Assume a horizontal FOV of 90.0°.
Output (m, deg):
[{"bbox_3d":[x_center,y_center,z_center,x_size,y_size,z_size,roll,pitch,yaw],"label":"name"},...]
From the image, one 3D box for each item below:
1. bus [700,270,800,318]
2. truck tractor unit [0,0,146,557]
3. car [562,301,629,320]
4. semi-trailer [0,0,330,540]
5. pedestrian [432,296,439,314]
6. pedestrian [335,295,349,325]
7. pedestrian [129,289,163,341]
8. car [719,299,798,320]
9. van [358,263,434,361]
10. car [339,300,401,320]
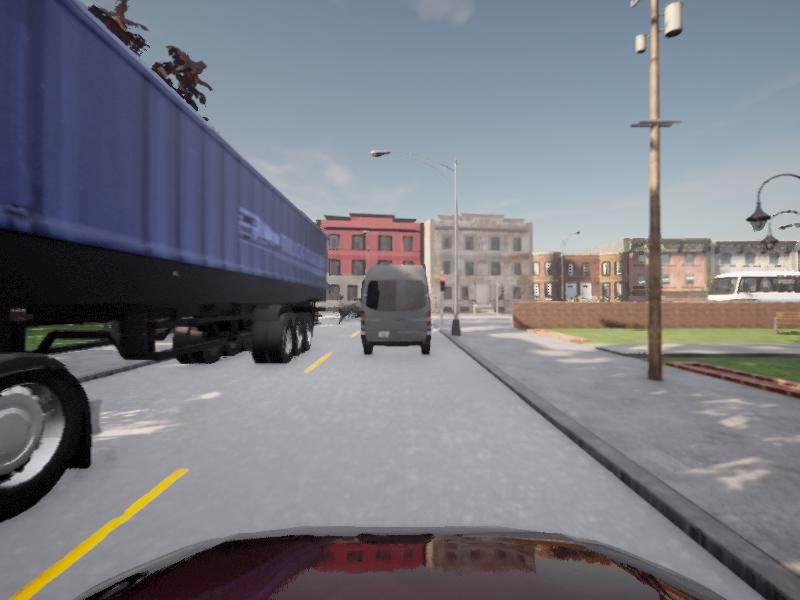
[{"bbox_3d":[34.476,-0.550,37.099,10.273,4.253,3.944,0,0,0],"label":"bus"},{"bbox_3d":[-4.005,-0.519,0.641,3.053,4.208,6.516,0,0,0],"label":"truck tractor unit"},{"bbox_3d":[16.165,0.855,33.237,4.674,1.442,1.812,0,0,0],"label":"car"},{"bbox_3d":[-4.046,-0.621,8.556,2.717,4.402,14.254,0,0,0],"label":"semi-trailer"},{"bbox_3d":[3.759,0.515,42.178,0.751,1.860,0.751,0,0,1],"label":"pedestrian"},{"bbox_3d":[-3.611,0.627,24.809,0.751,1.860,0.751,0,0,0],"label":"pedestrian"},{"bbox_3d":[-9.261,0.527,14.605,0.751,1.860,0.751,0,0,0],"label":"pedestrian"},{"bbox_3d":[29.671,0.742,33.238,4.611,1.667,2.242,0,0,0],"label":"car"},{"bbox_3d":[-0.064,0.316,13.494,1.988,2.561,5.915,0,0,1],"label":"van"},{"bbox_3d":[-2.422,0.808,33.225,5.008,1.535,1.882,0,0,0],"label":"car"}]
